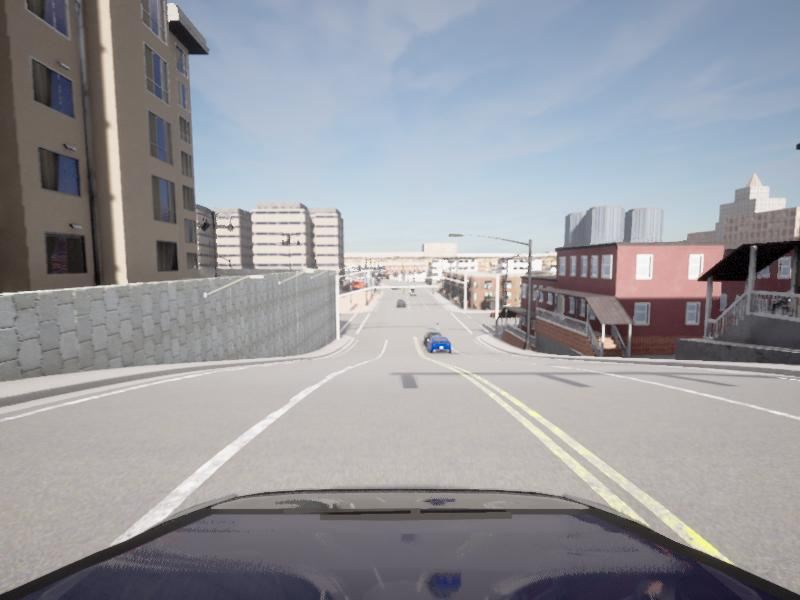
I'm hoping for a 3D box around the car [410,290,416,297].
[{"bbox_3d":[3.833,-1.896,117.253,1.851,1.617,3.988,0,5,0],"label":"car"}]

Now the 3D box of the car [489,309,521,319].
[{"bbox_3d":[17.999,2.386,68.544,5.008,1.535,1.882,0,5,0],"label":"car"}]

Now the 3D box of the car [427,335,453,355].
[{"bbox_3d":[3.608,4.087,37.080,1.882,1.535,5.008,0,-3,0],"label":"car"}]

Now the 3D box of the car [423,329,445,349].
[{"bbox_3d":[3.628,4.180,43.618,2.033,1.649,4.856,0,0,0],"label":"car"}]
